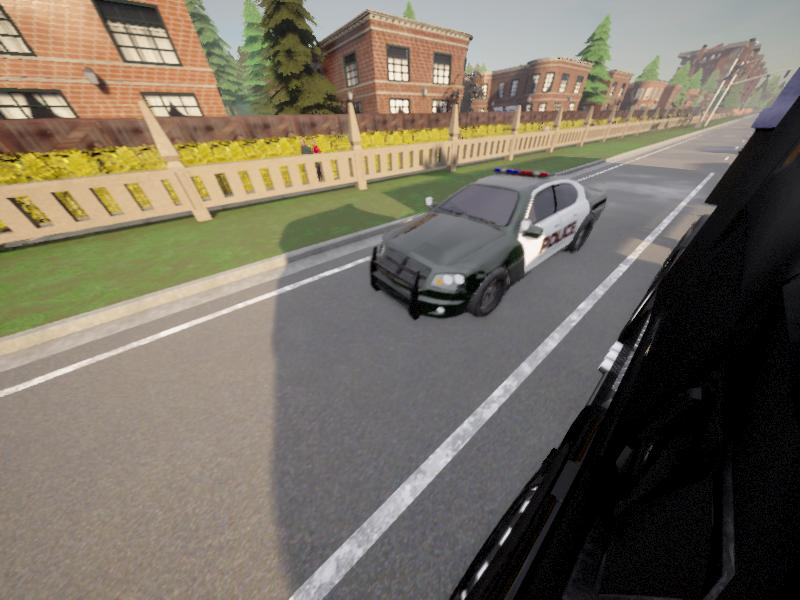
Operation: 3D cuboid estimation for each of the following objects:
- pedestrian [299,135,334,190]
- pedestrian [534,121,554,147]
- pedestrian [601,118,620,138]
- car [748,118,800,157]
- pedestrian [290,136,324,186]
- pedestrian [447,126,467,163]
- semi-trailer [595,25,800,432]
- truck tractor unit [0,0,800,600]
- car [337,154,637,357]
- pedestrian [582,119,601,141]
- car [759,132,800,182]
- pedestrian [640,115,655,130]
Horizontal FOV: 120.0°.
[{"bbox_3d":[-3.462,-5.766,9.722,0.751,1.860,0.751,-27,43,-28],"label":"pedestrian"},{"bbox_3d":[13.036,-15.016,20.961,0.751,1.860,0.751,-27,43,-28],"label":"pedestrian"},{"bbox_3d":[24.573,-20.112,26.990,0.751,1.860,0.751,-21,40,-22],"label":"pedestrian"},{"bbox_3d":[23.386,-9.815,13.839,5.027,1.651,2.152,-27,43,-29],"label":"car"},{"bbox_3d":[-4.169,-6.278,10.451,0.751,1.860,0.751,-27,43,-28],"label":"pedestrian"},{"bbox_3d":[3.665,-10.020,14.918,0.751,1.860,0.751,-28,43,-29],"label":"pedestrian"},{"bbox_3d":[8.835,-3.516,4.077,14.254,4.402,2.717,-27,43,-28],"label":"semi-trailer"},{"bbox_3d":[2.645,-0.295,0.351,6.516,4.208,3.053,-28,44,-30],"label":"truck tractor unit"},{"bbox_3d":[1.761,-1.404,4.130,4.974,1.542,2.038,-27,43,-28],"label":"car"},{"bbox_3d":[19.846,-17.604,23.961,0.751,1.860,0.751,-27,43,-28],"label":"pedestrian"},{"bbox_3d":[16.294,-5.646,8.983,4.181,1.385,1.994,-26,40,-28],"label":"car"},{"bbox_3d":[39.071,-27.949,36.474,0.751,1.860,0.751,-27,43,-28],"label":"pedestrian"}]
